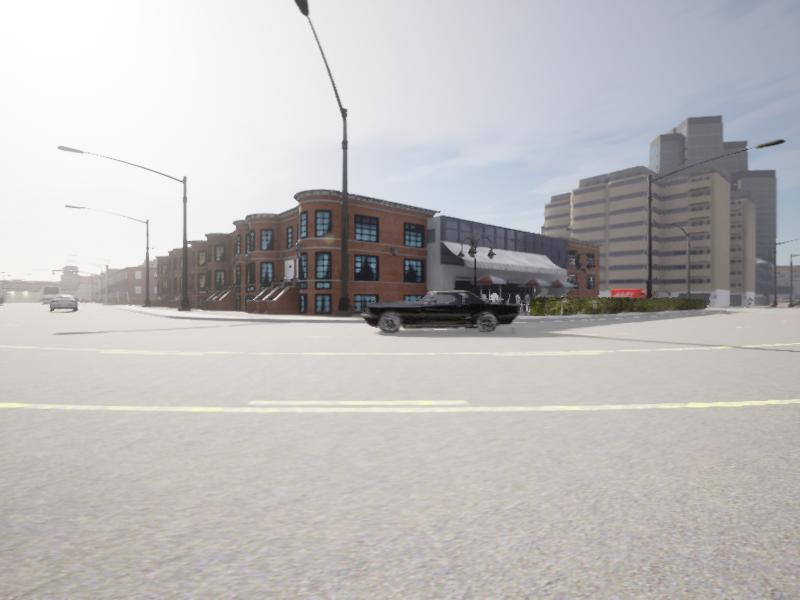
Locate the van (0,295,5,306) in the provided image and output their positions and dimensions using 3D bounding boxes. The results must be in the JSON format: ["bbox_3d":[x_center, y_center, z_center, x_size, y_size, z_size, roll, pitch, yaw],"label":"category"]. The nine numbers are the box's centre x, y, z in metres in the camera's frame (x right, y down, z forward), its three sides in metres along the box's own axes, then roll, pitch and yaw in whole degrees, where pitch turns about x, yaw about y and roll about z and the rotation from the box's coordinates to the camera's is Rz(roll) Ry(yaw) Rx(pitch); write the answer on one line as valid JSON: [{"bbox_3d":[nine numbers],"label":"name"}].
[{"bbox_3d":[-74.520,0.027,73.947,1.775,1.987,4.442,0,0,-39],"label":"van"}]

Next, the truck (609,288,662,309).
[{"bbox_3d":[29.885,-0.198,50.804,2.627,2.467,5.204,0,0,-39],"label":"truck"}]

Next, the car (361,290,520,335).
[{"bbox_3d":[1.151,0.354,12.658,4.718,1.301,1.895,0,0,-6],"label":"car"}]

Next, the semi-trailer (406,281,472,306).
[{"bbox_3d":[7.230,-1.166,77.744,14.254,4.402,2.717,0,0,45],"label":"semi-trailer"}]

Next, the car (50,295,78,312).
[{"bbox_3d":[-30.128,0.286,35.943,1.812,1.442,4.674,0,0,-39],"label":"car"}]
